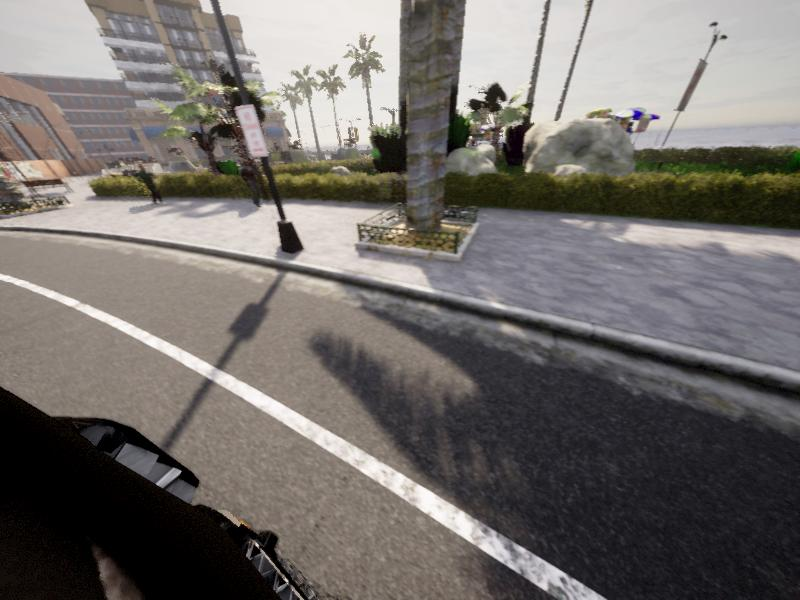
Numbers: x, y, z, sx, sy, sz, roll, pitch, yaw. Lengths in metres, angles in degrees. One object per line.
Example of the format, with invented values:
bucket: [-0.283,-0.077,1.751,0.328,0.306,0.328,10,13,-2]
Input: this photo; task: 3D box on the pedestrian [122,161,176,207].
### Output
pedestrian: [-11.816,-5.475,10.939,0.751,1.860,0.751,9,36,17]

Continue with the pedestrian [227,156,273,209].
pedestrian: [-6.142,-4.829,9.562,0.751,1.860,0.751,9,36,17]
